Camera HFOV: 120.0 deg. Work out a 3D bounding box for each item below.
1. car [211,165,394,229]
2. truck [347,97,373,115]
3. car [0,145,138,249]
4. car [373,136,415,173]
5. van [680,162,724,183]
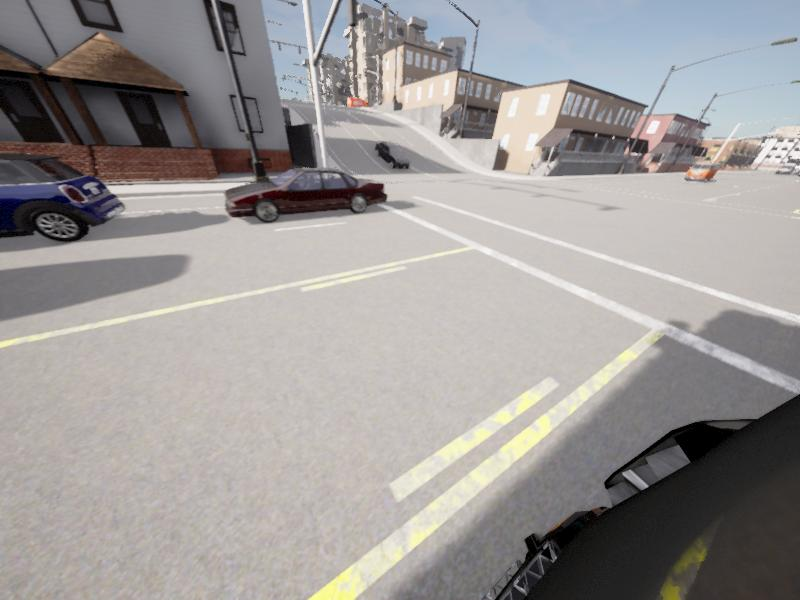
[{"bbox_3d":[-3.044,-3.826,8.117,5.357,1.411,2.033,-18,39,-28],"label":"car"},{"bbox_3d":[-9.127,-44.701,53.290,5.204,2.467,2.627,-14,38,-27],"label":"truck"},{"bbox_3d":[-9.360,-2.161,4.788,4.553,1.767,2.097,-16,38,-26],"label":"car"},{"bbox_3d":[-0.727,-14.468,22.870,1.882,1.535,5.008,-17,55,-27],"label":"car"},{"bbox_3d":[36.201,-15.315,27.712,4.442,1.987,1.775,-16,38,-26],"label":"van"}]
